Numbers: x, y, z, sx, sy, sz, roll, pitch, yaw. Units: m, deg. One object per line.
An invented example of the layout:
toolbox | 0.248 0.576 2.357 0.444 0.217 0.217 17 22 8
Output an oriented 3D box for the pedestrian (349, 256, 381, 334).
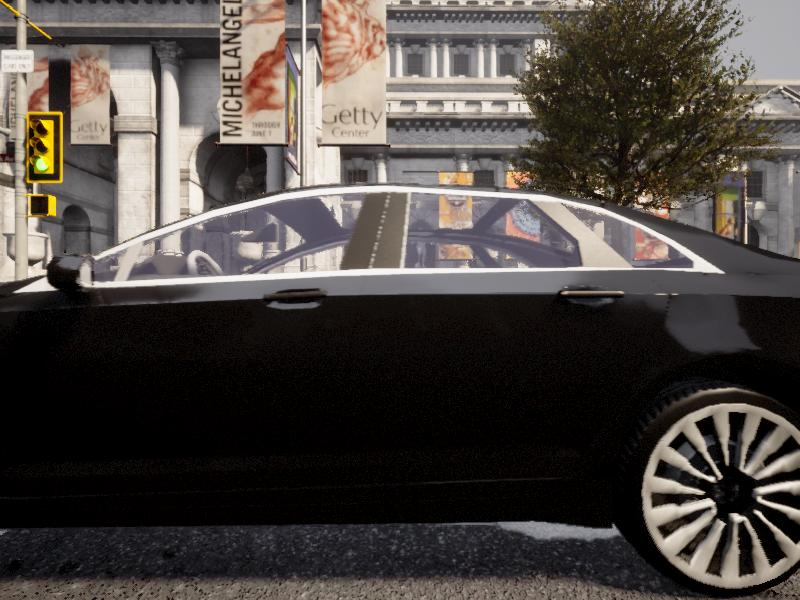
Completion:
pedestrian | -0.876 -0.115 9.935 0.751 1.860 0.751 0 0 -5

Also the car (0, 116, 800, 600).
car | -0.313 0.237 2.196 4.902 1.511 2.128 0 0 0

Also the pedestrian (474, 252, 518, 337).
pedestrian | 2.184 -0.115 9.178 0.751 1.860 0.751 0 0 -10
